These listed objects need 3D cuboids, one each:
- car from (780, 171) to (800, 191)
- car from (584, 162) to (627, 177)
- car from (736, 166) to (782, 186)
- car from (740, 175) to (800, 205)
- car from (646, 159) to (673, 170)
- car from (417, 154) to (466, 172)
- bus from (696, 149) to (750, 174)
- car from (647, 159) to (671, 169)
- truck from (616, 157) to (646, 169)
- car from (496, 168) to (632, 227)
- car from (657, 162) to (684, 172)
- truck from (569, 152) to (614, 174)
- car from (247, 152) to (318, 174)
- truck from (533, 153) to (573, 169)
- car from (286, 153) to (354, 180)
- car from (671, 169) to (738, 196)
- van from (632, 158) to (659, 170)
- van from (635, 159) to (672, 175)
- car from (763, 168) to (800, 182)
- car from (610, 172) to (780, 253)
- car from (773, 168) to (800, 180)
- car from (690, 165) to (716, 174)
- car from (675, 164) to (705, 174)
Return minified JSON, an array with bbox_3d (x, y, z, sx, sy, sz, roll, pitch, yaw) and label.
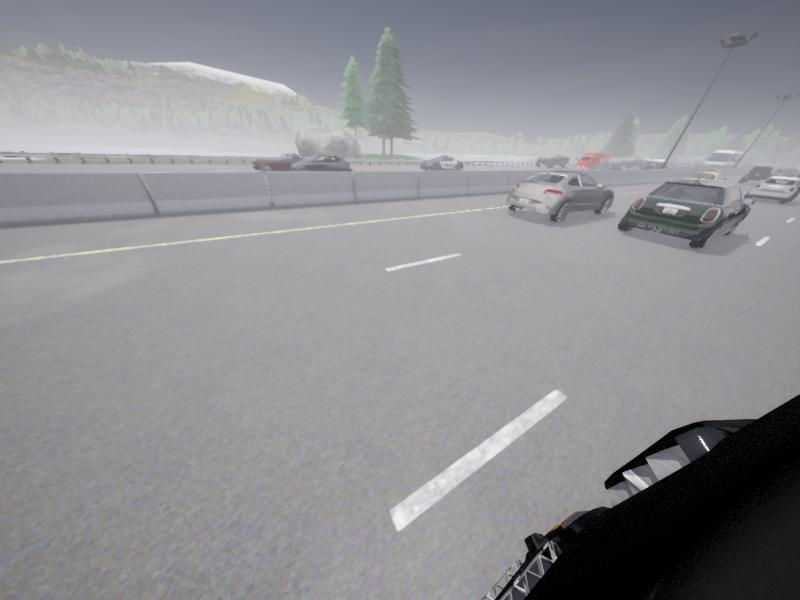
[{"bbox_3d":[42.447,-12.442,24.205,3.988,1.617,1.851,-16,38,-26],"label":"car"},{"bbox_3d":[26.233,-16.714,29.528,4.902,1.511,2.128,-16,38,-26],"label":"car"},{"bbox_3d":[43.552,-15.119,28.041,3.866,1.878,1.905,-16,38,-26],"label":"car"},{"bbox_3d":[26.223,-7.727,16.082,3.806,1.475,1.970,-16,38,-26],"label":"car"},{"bbox_3d":[59.067,-30.852,52.613,5.566,2.045,2.150,-16,38,-26],"label":"car"},{"bbox_3d":[4.592,-15.071,25.489,4.974,1.542,2.038,-14,37,-24],"label":"car"},{"bbox_3d":[72.521,-31.065,51.901,10.273,4.253,3.944,-16,38,-26],"label":"bus"},{"bbox_3d":[67.795,-35.603,60.366,5.566,2.045,2.150,-16,38,-26],"label":"car"},{"bbox_3d":[52.692,-31.289,52.751,6.274,2.098,2.390,-16,38,-26],"label":"truck"},{"bbox_3d":[6.799,-4.449,9.636,5.027,1.651,2.152,-16,38,-26],"label":"car"},{"bbox_3d":[56.175,-27.595,47.926,4.974,1.542,2.038,-16,38,-26],"label":"car"},{"bbox_3d":[27.810,-19.923,33.597,5.204,2.467,2.627,-17,39,-28],"label":"truck"},{"bbox_3d":[-9.260,-10.914,18.464,4.718,1.301,1.895,-16,38,-26],"label":"car"},{"bbox_3d":[25.983,-23.610,39.318,6.274,2.098,2.390,-16,38,-26],"label":"truck"},{"bbox_3d":[-5.738,-9.754,16.818,4.193,1.474,1.816,-16,38,-26],"label":"car"},{"bbox_3d":[24.401,-9.489,18.499,5.366,1.575,1.801,-16,38,-26],"label":"car"},{"bbox_3d":[52.141,-28.859,49.131,4.480,2.038,2.069,-16,38,-26],"label":"van"},{"bbox_3d":[39.622,-20.780,36.116,4.480,2.038,2.069,-16,38,-26],"label":"van"},{"bbox_3d":[61.036,-20.052,36.896,4.611,1.667,2.242,-16,38,-26],"label":"car"},{"bbox_3d":[9.778,-3.132,7.721,4.553,1.767,2.097,-16,38,-26],"label":"car"},{"bbox_3d":[68.447,-22.173,40.633,4.856,1.649,2.033,-16,38,-26],"label":"car"},{"bbox_3d":[63.097,-27.267,48.099,5.357,1.411,2.033,-16,38,-26],"label":"car"},{"bbox_3d":[55.641,-25.138,44.337,4.902,1.511,2.128,-16,38,-26],"label":"car"}]
